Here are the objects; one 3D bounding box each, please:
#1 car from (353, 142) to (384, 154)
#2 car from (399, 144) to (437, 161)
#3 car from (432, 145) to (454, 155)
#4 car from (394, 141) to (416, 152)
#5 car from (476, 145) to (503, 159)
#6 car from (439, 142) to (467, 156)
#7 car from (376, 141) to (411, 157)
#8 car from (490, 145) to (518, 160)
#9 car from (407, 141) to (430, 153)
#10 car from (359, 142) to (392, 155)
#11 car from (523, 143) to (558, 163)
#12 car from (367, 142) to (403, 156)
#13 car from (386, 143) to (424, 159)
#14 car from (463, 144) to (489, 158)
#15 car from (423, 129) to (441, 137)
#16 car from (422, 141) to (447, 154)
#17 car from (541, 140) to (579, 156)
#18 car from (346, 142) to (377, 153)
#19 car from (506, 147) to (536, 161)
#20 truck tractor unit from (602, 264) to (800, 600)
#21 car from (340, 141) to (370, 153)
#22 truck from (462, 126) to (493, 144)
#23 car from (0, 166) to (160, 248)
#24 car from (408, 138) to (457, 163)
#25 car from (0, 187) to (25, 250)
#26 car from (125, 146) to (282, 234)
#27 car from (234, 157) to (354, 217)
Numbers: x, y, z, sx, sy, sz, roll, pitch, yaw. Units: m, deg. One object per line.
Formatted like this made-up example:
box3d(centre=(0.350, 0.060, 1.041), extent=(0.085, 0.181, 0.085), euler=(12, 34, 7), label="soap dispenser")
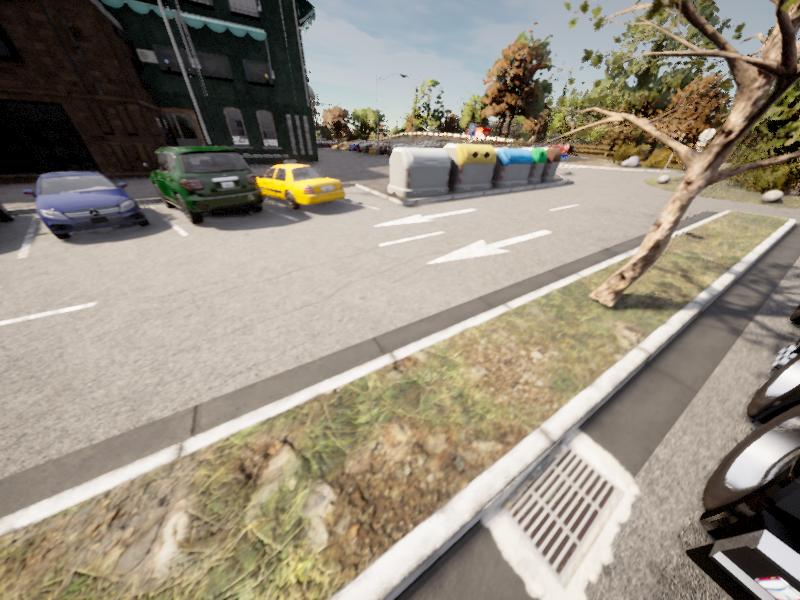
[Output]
box3d(centre=(-5.115, -24.963, 37.999), extent=(2.163, 1.488, 4.792), euler=(27, 42, 32), label="car")
box3d(centre=(2.132, -17.572, 27.452), extent=(2.002, 1.452, 4.674), euler=(27, 42, 32), label="car")
box3d(centre=(8.692, -30.176, 46.547), extent=(2.163, 1.488, 4.792), euler=(27, 41, 31), label="car")
box3d(centre=(1.351, -37.991, 57.233), extent=(2.435, 2.045, 5.566), euler=(27, 40, 32), label="car")
box3d(centre=(14.653, -24.285, 37.861), extent=(2.185, 1.767, 4.553), euler=(27, 41, 31), label="car")
box3d(centre=(10.185, -28.899, 44.232), extent=(2.435, 2.045, 5.566), euler=(27, 41, 31), label="car")
box3d(centre=(-0.780, -20.655, 31.569), extent=(2.185, 1.767, 4.553), euler=(26, 42, 32), label="car")
box3d(centre=(16.086, -22.752, 35.663), extent=(2.185, 1.767, 4.553), euler=(27, 40, 32), label="car")
box3d(centre=(4.264, -34.945, 52.874), extent=(2.435, 2.045, 5.566), euler=(27, 41, 32), label="car")
box3d(centre=(-3.653, -23.518, 35.884), extent=(2.231, 1.521, 4.892), euler=(27, 42, 32), label="car")
box3d(centre=(19.079, -19.859, 31.314), extent=(2.435, 2.045, 5.566), euler=(27, 40, 32), label="car")
box3d(centre=(-2.093, -22.125, 33.893), extent=(1.946, 1.575, 5.366), euler=(26, 41, 32), label="car")
box3d(centre=(0.682, -19.081, 29.542), extent=(2.231, 1.521, 4.892), euler=(26, 42, 32), label="car")
box3d(centre=(13.167, -25.797, 40.022), extent=(2.185, 1.767, 4.553), euler=(27, 41, 32), label="car")
box3d(centre=(7.874, -41.693, 57.817), extent=(2.007, 1.525, 4.514), euler=(-16, 38, -25), label="car")
box3d(centre=(7.266, -31.946, 48.592), extent=(2.435, 2.045, 5.566), euler=(27, 40, 32), label="car")
box3d(centre=(24.094, -23.086, 34.963), extent=(1.851, 1.617, 3.988), euler=(-16, 42, -25), label="car")
box3d(centre=(-6.541, -26.478, 40.114), extent=(2.097, 1.535, 5.008), euler=(27, 42, 32), label="car")
box3d(centre=(17.586, -21.148, 33.594), extent=(2.231, 1.521, 4.892), euler=(27, 41, 31), label="car")
box3d(centre=(5.110, -0.301, 0.780), extent=(6.516, 4.208, 3.053), euler=(-18, 39, -24), label="truck tractor unit")
box3d(centre=(-8.108, -27.883, 42.111), extent=(1.946, 1.575, 5.366), euler=(27, 42, 32), label="car")
box3d(centre=(15.493, -33.426, 46.818), extent=(2.627, 2.467, 5.204), euler=(-16, 42, -25), label="truck")
box3d(centre=(-9.653, -3.154, 7.156), extent=(4.674, 1.452, 2.002), euler=(25, 41, 32), label="car")
box3d(centre=(3.574, -16.318, 25.151), extent=(2.435, 2.045, 5.566), euler=(27, 42, 32), label="car")
box3d(centre=(-12.280, -2.341, 5.892), extent=(5.008, 1.535, 2.097), euler=(25, 41, 32), label="car")
box3d(centre=(-7.062, -4.252, 8.238), extent=(5.566, 2.045, 2.435), euler=(25, 42, 32), label="car")
box3d(centre=(-4.556, -4.963, 9.702), extent=(5.366, 1.575, 1.946), euler=(25, 42, 32), label="car")
